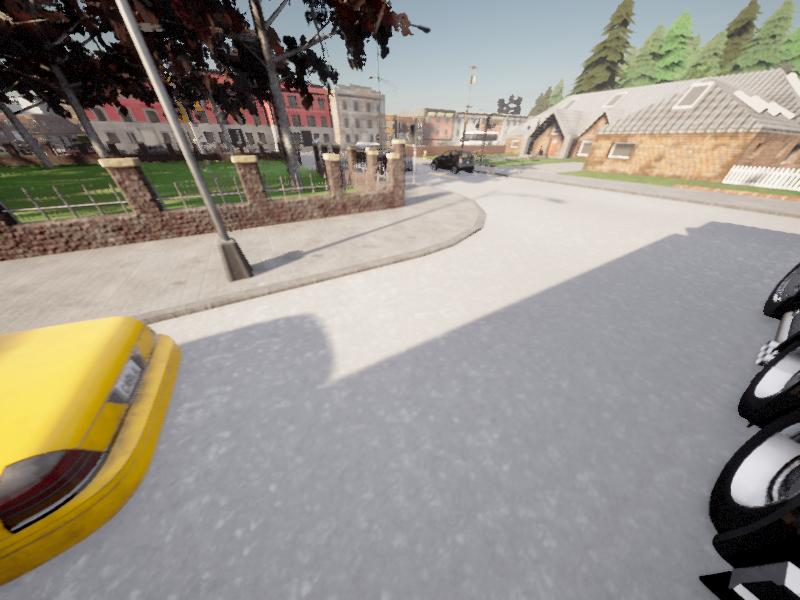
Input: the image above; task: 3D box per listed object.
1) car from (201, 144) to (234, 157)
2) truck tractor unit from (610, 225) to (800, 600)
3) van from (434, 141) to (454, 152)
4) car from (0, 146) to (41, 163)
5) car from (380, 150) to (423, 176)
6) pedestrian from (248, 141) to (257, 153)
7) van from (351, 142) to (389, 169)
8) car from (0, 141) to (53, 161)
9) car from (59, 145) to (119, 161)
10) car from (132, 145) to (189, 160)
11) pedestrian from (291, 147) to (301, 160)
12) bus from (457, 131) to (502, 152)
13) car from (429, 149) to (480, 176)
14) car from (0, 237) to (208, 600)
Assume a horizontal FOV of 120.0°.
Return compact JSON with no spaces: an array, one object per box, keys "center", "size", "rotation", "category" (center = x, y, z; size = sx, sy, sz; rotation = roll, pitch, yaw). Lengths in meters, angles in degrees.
[{"center":[-28.418,-23.370,36.048],"size":[3.633,1.501,1.845],"rotation":[-17,39,-24],"category":"car"},{"center":[5.040,-0.366,0.873],"size":[6.516,4.208,3.053],"rotation":[-21,40,-27],"category":"truck tractor unit"},{"center":[10.308,-35.958,54.048],"size":[4.442,1.987,1.775],"rotation":[-18,39,-24],"category":"van"},{"center":[-43.779,-15.865,25.140],"size":[4.514,1.525,2.007],"rotation":[-18,39,-24],"category":"car"},{"center":[0.021,-11.318,18.940],"size":[1.845,1.501,3.633],"rotation":[-18,39,-24],"category":"car"},{"center":[-26.693,-27.717,41.798],"size":[0.751,1.860,0.751],"rotation":[-24,42,-31],"category":"pedestrian"},{"center":[-3.028,-14.627,23.226],"size":[2.069,2.038,4.480],"rotation":[-18,39,-24],"category":"van"},{"center":[-45.996,-17.931,27.774],"size":[3.866,1.878,1.905],"rotation":[-18,39,-24],"category":"car"},{"center":[-37.520,-17.875,28.055],"size":[3.705,1.549,1.789],"rotation":[-18,39,-24],"category":"car"},{"center":[-31.660,-19.721,30.808],"size":[4.892,1.490,1.837],"rotation":[-18,39,-25],"category":"car"},{"center":[-13.099,-18.533,29.189],"size":[0.751,1.300,0.751],"rotation":[-18,39,-24],"category":"pedestrian"},{"center":[19.954,-39.694,57.888],"size":[10.273,4.253,3.944],"rotation":[-18,39,-24],"category":"bus"},{"center":[4.363,-11.594,19.302],"size":[1.851,1.617,3.988],"rotation":[-18,39,-24],"category":"car"},{"center":[-4.331,1.279,0.749],"size":[5.366,1.575,1.801],"rotation":[-17,39,-23],"category":"car"}]
